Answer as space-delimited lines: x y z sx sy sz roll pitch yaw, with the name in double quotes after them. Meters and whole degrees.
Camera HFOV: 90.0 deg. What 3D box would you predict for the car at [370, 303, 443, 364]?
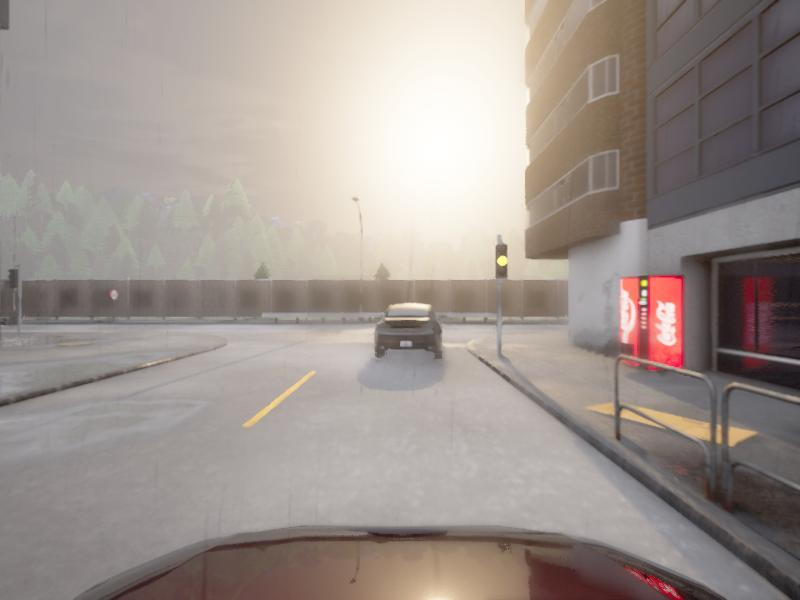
0.394 0.862 12.487 1.837 1.490 4.892 0 0 6 "car"
